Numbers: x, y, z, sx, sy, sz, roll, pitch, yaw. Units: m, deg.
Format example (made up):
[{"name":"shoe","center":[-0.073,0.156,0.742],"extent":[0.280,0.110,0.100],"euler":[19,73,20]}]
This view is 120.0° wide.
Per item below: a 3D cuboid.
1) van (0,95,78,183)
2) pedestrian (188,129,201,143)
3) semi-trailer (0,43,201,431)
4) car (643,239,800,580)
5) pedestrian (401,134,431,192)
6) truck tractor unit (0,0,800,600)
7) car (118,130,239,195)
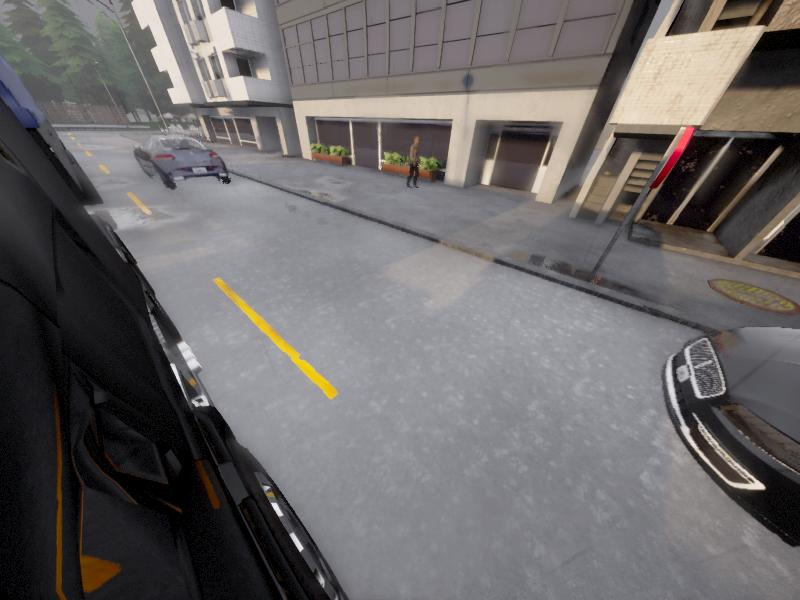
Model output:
[{"name":"van","center":[-16.351,-6.922,9.760],"extent":[5.915,2.561,1.988],"euler":[28,43,30]},{"name":"pedestrian","center":[-20.725,-16.541,23.322],"extent":[0.500,1.100,0.500],"euler":[30,45,31]},{"name":"semi-trailer","center":[-8.691,-3.611,4.233],"extent":[14.254,4.402,2.717],"euler":[28,44,30]},{"name":"car","center":[4.439,1.450,0.733],"extent":[4.892,1.490,1.837],"euler":[28,44,30]},{"name":"pedestrian","center":[0.592,-5.415,9.147],"extent":[0.751,1.860,0.751],"euler":[25,42,27]},{"name":"truck tractor unit","center":[-2.645,-0.295,0.351],"extent":[6.516,4.208,3.053],"euler":[28,44,30]},{"name":"car","center":[-9.140,-5.830,9.507],"extent":[5.027,1.651,2.152],"euler":[28,44,30]}]
